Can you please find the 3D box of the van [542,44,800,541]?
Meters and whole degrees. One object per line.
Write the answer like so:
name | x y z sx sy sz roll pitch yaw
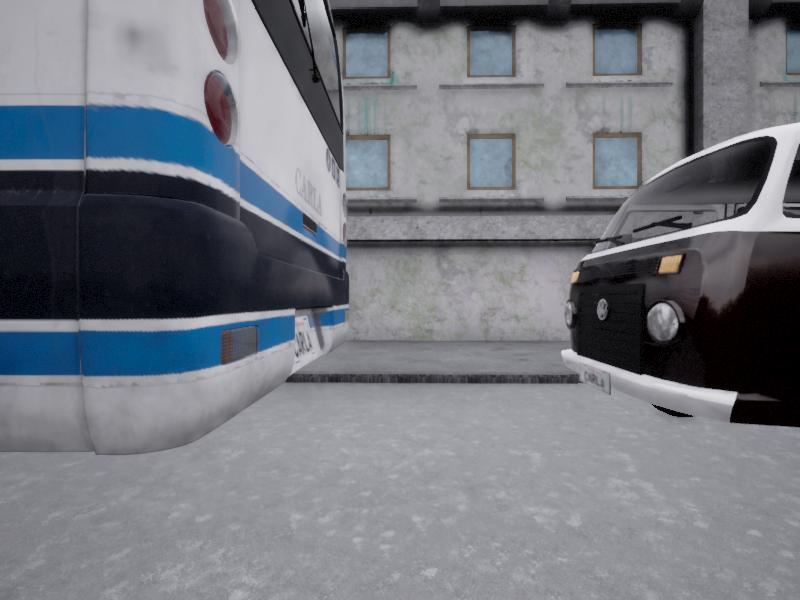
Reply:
van | 3.540 -0.028 2.635 4.480 2.038 2.069 0 0 1

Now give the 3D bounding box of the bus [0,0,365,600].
bus | -5.575 -1.134 2.714 10.273 4.253 3.944 0 0 1
